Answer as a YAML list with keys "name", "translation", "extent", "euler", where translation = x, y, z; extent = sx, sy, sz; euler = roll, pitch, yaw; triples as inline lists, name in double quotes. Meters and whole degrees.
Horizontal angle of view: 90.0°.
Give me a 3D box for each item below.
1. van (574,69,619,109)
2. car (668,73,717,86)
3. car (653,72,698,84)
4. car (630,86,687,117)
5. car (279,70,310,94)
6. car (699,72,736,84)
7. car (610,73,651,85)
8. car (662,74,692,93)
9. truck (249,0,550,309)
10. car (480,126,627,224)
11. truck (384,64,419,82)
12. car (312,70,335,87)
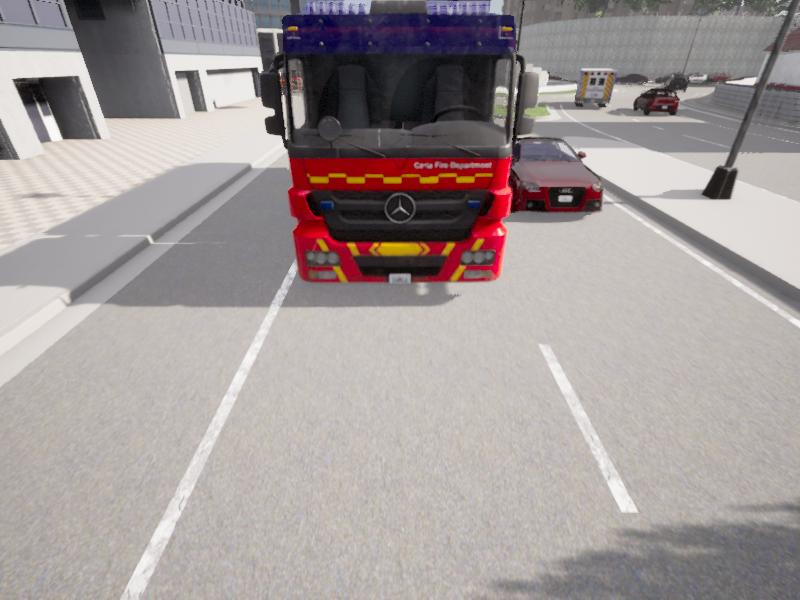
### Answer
- name: "van"
  translation: [14.979, -16.404, 30.875]
  extent: [2.351, 2.431, 6.366]
  euler: [11, 33, 18]
- name: "car"
  translation: [41.387, -31.329, 56.710]
  extent: [4.974, 1.542, 2.038]
  euler: [1, 31, 2]
- name: "car"
  translation: [41.047, -33.112, 59.691]
  extent: [4.974, 1.542, 2.038]
  euler: [1, 31, 2]
- name: "car"
  translation: [16.791, -13.052, 26.201]
  extent: [1.816, 1.474, 4.193]
  euler: [7, 32, 12]
- name: "car"
  translation: [-11.731, -24.174, 44.236]
  extent: [2.150, 2.045, 5.566]
  euler: [-12, 33, -19]
- name: "car"
  translation: [47.131, -33.008, 59.518]
  extent: [3.633, 1.501, 1.845]
  euler: [1, 31, 1]
- name: "car"
  translation: [33.245, -31.901, 57.749]
  extent: [4.674, 1.442, 1.812]
  euler: [7, 32, 11]
- name: "car"
  translation: [31.175, -24.506, 45.191]
  extent: [1.930, 1.638, 5.238]
  euler: [14, 34, 21]
- name: "truck"
  translation: [-0.045, -3.705, 8.277]
  extent: [2.891, 3.827, 8.468]
  euler: [0, 31, -1]
- name: "car"
  translation: [3.435, -3.293, 9.983]
  extent: [1.994, 1.385, 4.181]
  euler: [0, 31, -1]
- name: "truck"
  translation: [0.204, -38.100, 67.108]
  extent: [5.204, 2.467, 2.627]
  euler: [-15, 33, -23]
- name: "car"
  translation: [-10.118, -29.385, 53.099]
  extent: [1.905, 1.878, 3.866]
  euler: [3, 31, 5]
